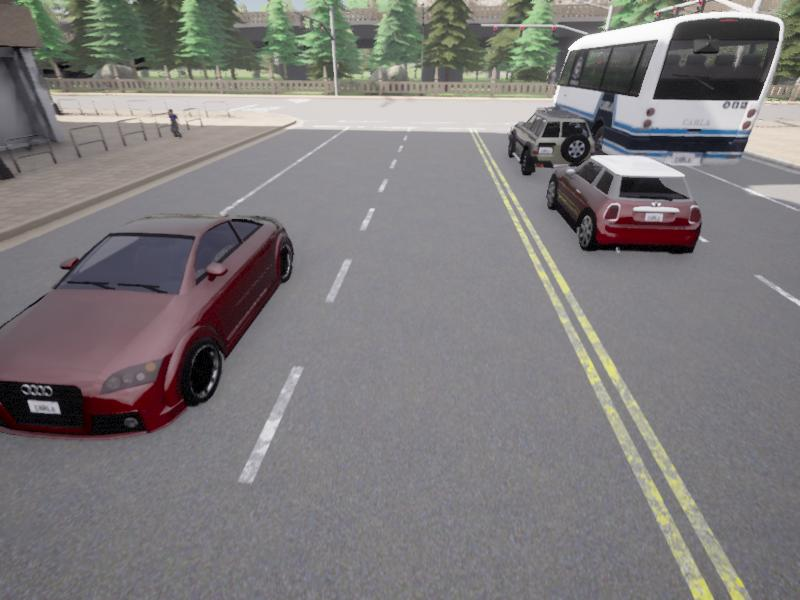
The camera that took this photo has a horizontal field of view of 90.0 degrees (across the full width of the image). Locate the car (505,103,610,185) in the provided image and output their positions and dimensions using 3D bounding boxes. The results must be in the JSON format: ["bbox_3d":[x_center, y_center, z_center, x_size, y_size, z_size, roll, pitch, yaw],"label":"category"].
[{"bbox_3d":[4.993,-5.436,13.497,1.932,1.855,4.605,3,30,4],"label":"car"}]

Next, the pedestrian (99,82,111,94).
[{"bbox_3d":[-32.183,-23.104,43.638,0.500,1.100,0.500,4,30,6],"label":"pedestrian"}]

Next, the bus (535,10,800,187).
[{"bbox_3d":[8.620,-7.832,15.281,3.944,4.253,10.273,3,30,4],"label":"bus"}]

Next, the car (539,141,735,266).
[{"bbox_3d":[4.487,-2.238,8.420,1.970,1.475,3.806,3,30,4],"label":"car"}]

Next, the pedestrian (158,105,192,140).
[{"bbox_3d":[-9.962,-7.868,17.730,0.751,1.300,0.751,3,30,4],"label":"pedestrian"}]

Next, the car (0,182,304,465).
[{"bbox_3d":[-2.866,-0.240,5.035,1.994,1.385,4.181,3,30,4],"label":"car"}]
